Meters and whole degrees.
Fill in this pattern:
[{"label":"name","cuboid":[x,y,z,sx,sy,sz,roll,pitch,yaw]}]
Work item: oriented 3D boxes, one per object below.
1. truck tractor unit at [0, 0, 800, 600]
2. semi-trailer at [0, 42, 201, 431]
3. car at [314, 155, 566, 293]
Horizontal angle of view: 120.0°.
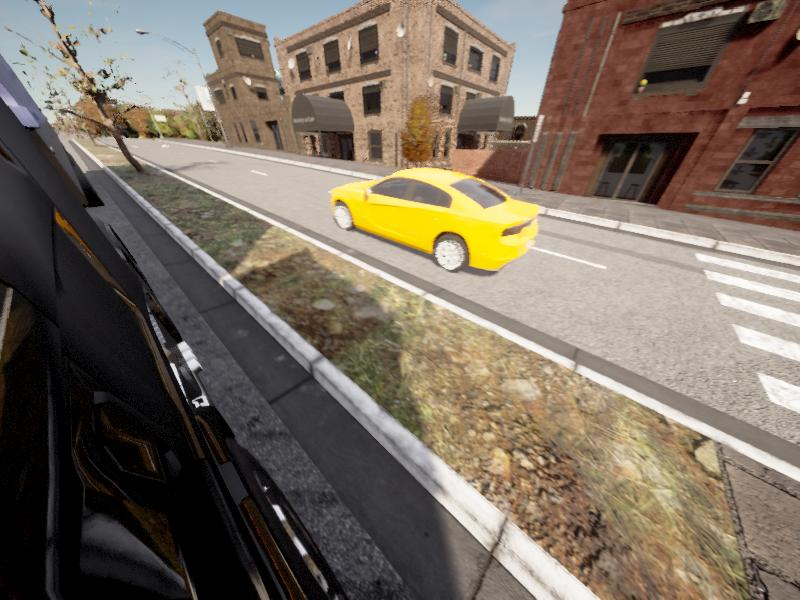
[{"label":"truck tractor unit","cuboid":[-2.645,-0.295,0.351,6.516,4.208,3.053,28,44,30]},{"label":"semi-trailer","cuboid":[-8.706,-3.574,4.259,14.254,4.402,2.717,28,43,30]},{"label":"car","cuboid":[0.439,-2.155,5.282,5.008,1.535,1.882,28,43,30]}]
